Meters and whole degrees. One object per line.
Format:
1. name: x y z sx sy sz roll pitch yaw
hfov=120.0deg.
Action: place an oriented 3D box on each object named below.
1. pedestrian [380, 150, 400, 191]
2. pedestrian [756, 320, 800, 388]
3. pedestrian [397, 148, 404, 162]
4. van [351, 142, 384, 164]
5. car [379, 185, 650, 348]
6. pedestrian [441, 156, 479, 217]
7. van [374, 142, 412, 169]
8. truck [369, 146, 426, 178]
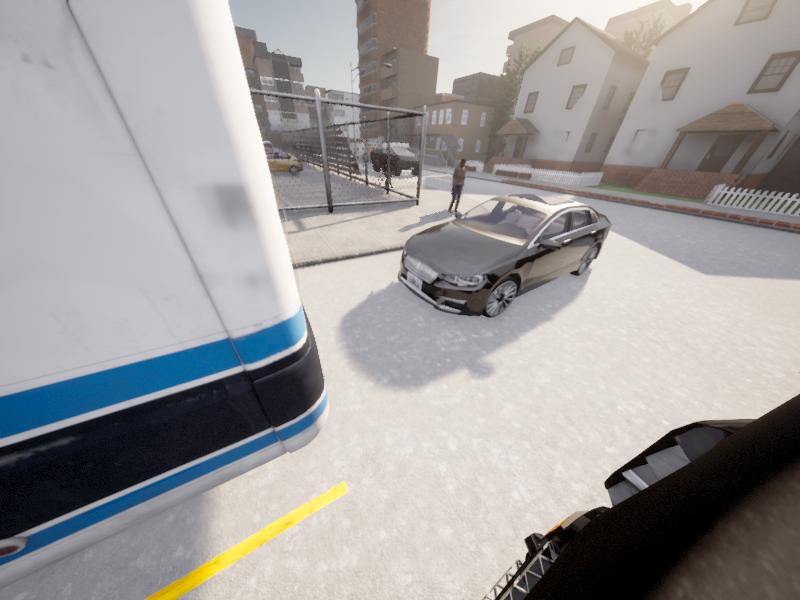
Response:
1. pedestrian: -0.570 -7.034 12.568 0.751 1.860 0.751 -16 38 -26
2. pedestrian: 5.132 0.237 2.245 0.751 1.860 0.751 11 34 12
3. pedestrian: 0.079 -22.753 36.270 0.751 1.860 0.751 -13 37 -23
4. van: -4.978 -22.129 34.666 2.351 2.431 6.366 -16 38 -26
5. car: 2.265 -1.184 4.526 4.902 1.511 2.128 -18 39 -29
6. pedestrian: 2.081 -4.049 8.278 0.751 1.860 0.751 -5 34 -12
7. van: -1.004 -18.115 28.826 1.988 2.561 5.915 -16 38 -26
8. truck: -0.452 -12.827 21.309 2.390 2.098 6.274 -16 38 -25
